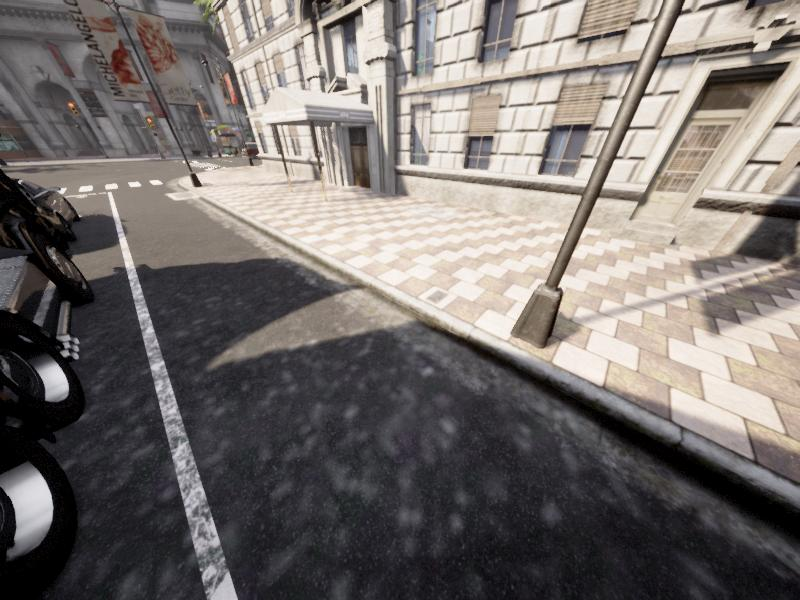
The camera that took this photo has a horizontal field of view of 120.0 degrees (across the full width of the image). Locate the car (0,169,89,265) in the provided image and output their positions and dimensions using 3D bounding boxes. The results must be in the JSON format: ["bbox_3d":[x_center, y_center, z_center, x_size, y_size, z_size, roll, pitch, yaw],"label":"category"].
[{"bbox_3d":[-10.634,-2.442,6.257,4.902,1.511,2.128,28,44,34],"label":"car"}]

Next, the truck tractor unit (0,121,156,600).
[{"bbox_3d":[-4.849,-0.504,1.069,6.516,4.208,3.053,28,44,34],"label":"truck tractor unit"}]
